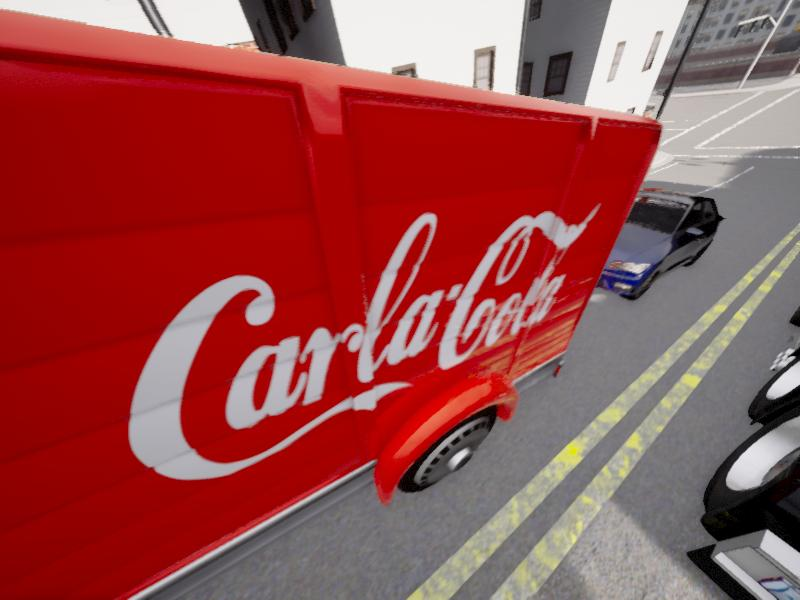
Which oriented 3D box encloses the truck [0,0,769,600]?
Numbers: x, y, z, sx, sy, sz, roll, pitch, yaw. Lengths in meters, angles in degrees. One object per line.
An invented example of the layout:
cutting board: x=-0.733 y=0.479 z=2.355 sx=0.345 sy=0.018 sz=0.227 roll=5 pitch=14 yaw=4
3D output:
truck: x=-1.251 y=0.182 z=1.591 sx=5.204 sy=2.467 sz=2.627 roll=-18 pitch=39 yaw=-25

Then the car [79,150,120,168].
car: x=-45.317 y=-21.343 z=34.960 sx=2.038 sy=1.542 sz=4.974 roll=-28 pitch=43 yaw=-16

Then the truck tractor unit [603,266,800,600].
truck tractor unit: x=5.126 y=-0.277 z=0.810 sx=6.516 sy=4.208 sz=3.053 roll=-17 pitch=38 yaw=-25

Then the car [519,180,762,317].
car: x=4.824 y=-1.378 z=4.733 sx=4.193 sy=1.474 sz=1.816 roll=-18 pitch=39 yaw=-24

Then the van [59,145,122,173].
van: x=-55.046 y=-25.252 z=41.288 sx=2.351 sy=2.431 sz=6.366 roll=8 pitch=46 yaw=23

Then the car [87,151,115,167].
car: x=-50.306 y=-23.697 z=38.850 sx=3.988 sy=1.617 sz=1.851 roll=17 pitch=50 yaw=30
